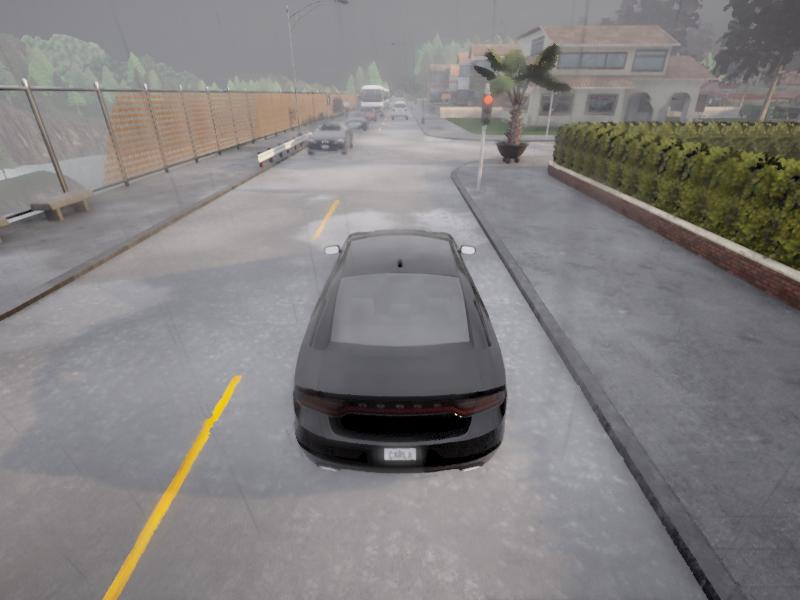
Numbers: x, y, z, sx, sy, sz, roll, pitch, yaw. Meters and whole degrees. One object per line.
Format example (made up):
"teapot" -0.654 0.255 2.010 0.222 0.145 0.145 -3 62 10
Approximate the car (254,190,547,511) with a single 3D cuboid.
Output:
"car" 0.001 -0.106 5.145 1.882 1.535 5.008 0 27 0

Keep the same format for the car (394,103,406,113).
"car" -0.001 -37.201 77.402 2.242 1.667 4.611 0 27 0

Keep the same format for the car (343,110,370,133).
"car" -3.998 -16.866 37.691 2.033 1.649 4.856 0 27 0

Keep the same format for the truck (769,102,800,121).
"truck" 53.529 -25.225 53.450 2.390 2.098 6.274 0 27 0

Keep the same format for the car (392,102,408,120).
"car" -0.001 -26.355 55.717 2.150 2.045 5.566 0 27 0

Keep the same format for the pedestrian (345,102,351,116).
"pedestrian" -7.841 -28.799 60.401 0.751 1.860 0.751 -2 27 -5

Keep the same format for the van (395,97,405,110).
"van" 0.002 -44.966 91.540 2.351 2.431 6.366 0 27 0

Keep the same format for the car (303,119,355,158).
"car" -3.998 -9.585 23.516 2.152 1.651 5.027 0 27 0

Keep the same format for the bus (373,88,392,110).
"bus" -3.880 -46.766 93.050 3.944 4.253 10.273 0 27 0

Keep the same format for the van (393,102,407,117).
"van" 0.000 -30.075 62.976 2.069 2.038 4.480 0 27 0

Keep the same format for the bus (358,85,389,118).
"bus" -3.879 -30.368 61.110 3.944 4.253 10.273 0 27 0

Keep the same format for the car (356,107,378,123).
"car" -3.998 -22.806 49.219 2.242 1.667 4.611 0 27 0
